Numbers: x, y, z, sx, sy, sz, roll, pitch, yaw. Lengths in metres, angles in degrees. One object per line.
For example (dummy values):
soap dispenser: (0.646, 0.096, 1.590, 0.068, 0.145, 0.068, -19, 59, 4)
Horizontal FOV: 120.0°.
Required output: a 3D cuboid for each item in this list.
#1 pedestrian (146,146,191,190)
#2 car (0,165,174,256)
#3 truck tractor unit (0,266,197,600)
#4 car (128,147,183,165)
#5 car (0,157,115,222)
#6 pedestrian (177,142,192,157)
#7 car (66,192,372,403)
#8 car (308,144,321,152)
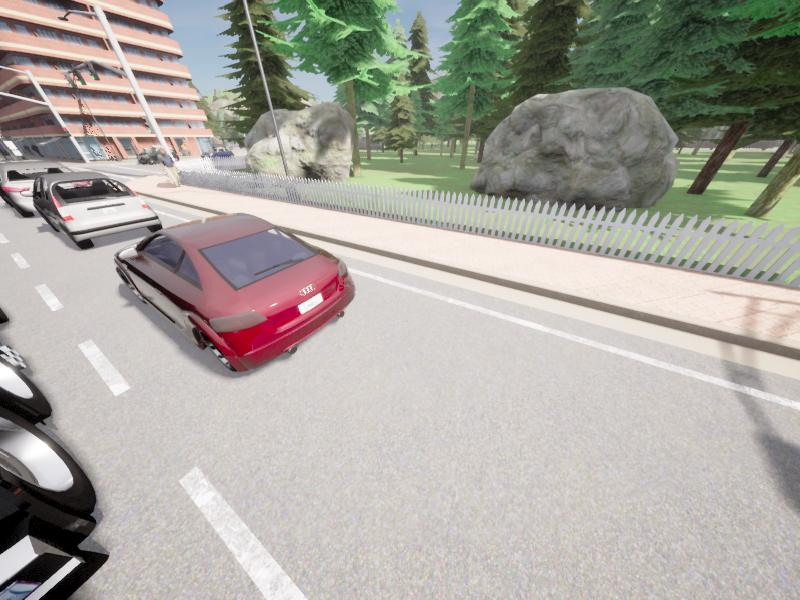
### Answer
pedestrian: (-11.875, -6.797, 11.912, 0.751, 1.860, 0.751, 18, 39, 25)
car: (-8.951, -2.772, 6.639, 3.988, 1.617, 1.851, 18, 39, 25)
truck tractor unit: (-5.114, -0.298, 0.774, 6.516, 4.208, 3.053, 18, 39, 24)
car: (-27.803, -16.504, 26.450, 1.789, 1.549, 3.705, 11, 36, 15)
car: (-14.321, -4.609, 9.261, 4.611, 1.667, 2.242, 19, 39, 25)
pedestrian: (-31.766, -22.192, 34.073, 0.751, 1.860, 0.751, 5, 35, 8)
car: (-2.772, -0.594, 3.675, 4.181, 1.385, 1.994, 20, 40, 26)
car: (-19.107, -33.868, 51.473, 2.033, 1.411, 5.357, -13, 37, -18)
